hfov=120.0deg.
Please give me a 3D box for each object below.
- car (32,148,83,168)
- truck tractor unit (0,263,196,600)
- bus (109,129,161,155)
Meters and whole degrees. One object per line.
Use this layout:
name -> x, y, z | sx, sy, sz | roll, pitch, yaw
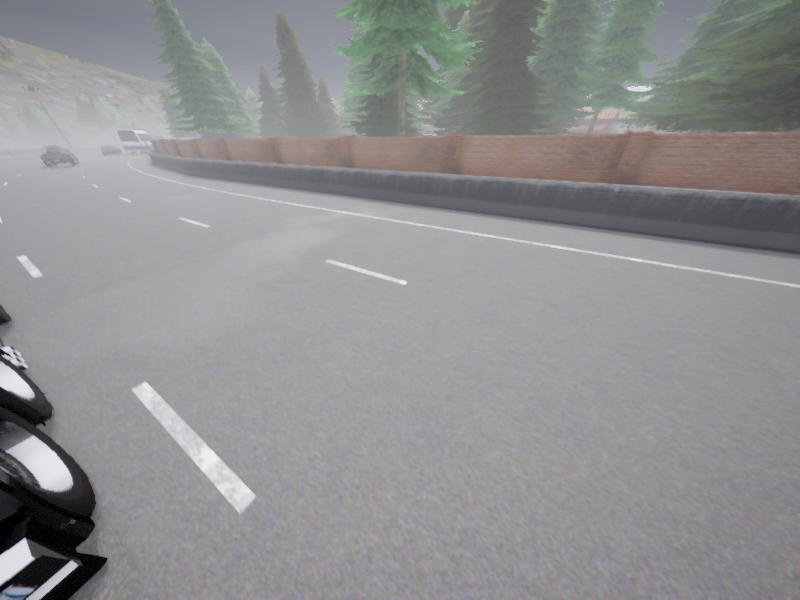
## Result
car -> -38.602, -16.149, 26.221 | 2.152, 1.651, 5.027 | -29, 44, -34
truck tractor unit -> -5.112, -0.298, 0.792 | 6.516, 4.208, 3.053 | 18, 39, 24
bus -> -58.187, -35.070, 51.326 | 3.944, 4.253, 10.273 | -18, 38, -23
